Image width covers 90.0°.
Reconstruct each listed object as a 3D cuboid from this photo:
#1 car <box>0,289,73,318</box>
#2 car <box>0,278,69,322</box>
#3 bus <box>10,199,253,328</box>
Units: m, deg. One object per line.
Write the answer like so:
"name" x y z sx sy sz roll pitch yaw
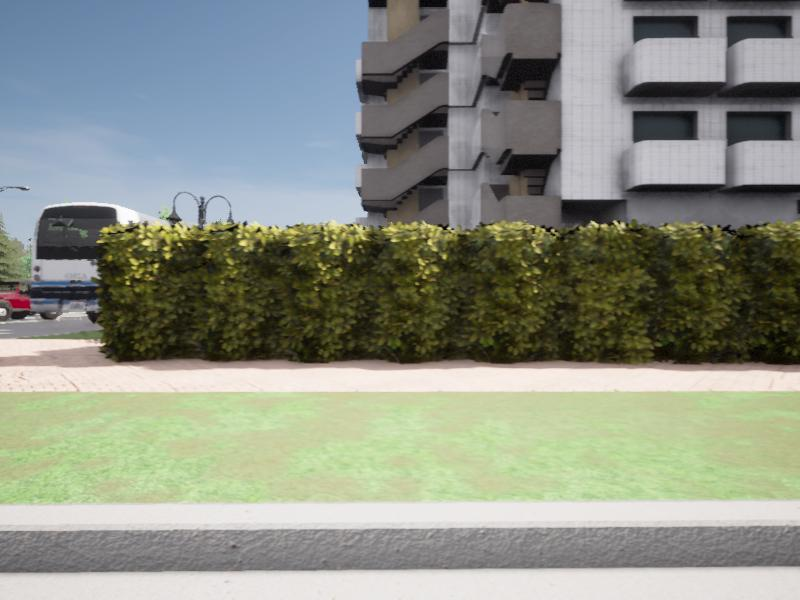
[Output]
"car" -21.043 0.185 22.121 1.837 1.490 4.892 0 0 2
"car" -17.679 -0.005 18.257 1.905 1.878 3.866 0 0 2
"bus" -10.786 -1.168 18.349 3.944 4.253 10.273 0 0 2
